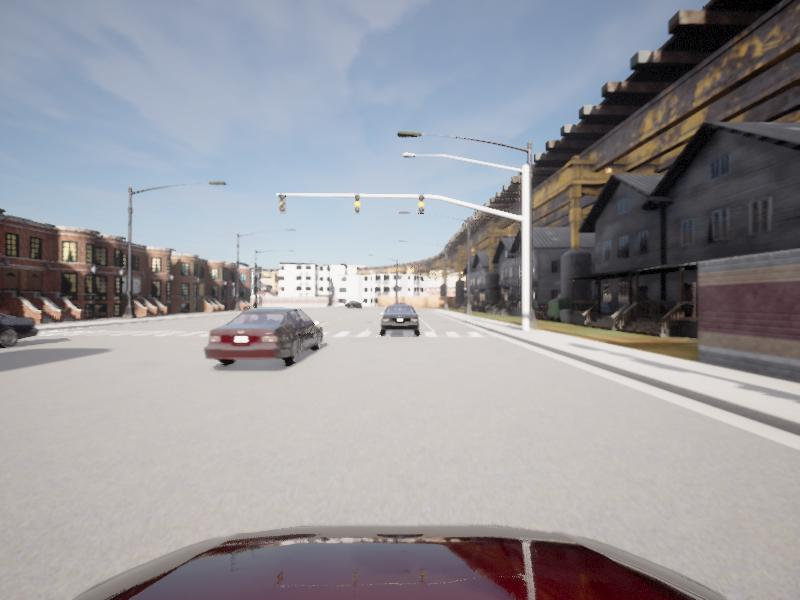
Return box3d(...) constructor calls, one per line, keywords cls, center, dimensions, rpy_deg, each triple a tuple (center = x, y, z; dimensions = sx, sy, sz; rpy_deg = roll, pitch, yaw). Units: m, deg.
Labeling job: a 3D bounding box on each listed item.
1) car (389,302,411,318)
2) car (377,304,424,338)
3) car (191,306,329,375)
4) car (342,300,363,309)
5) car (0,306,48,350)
box3d(cls="car", center=(0.008, 0.962, 39.498), dimensions=(2.033, 1.411, 5.357), rpy_deg=(0, 0, 0))
box3d(cls="car", center=(0.004, 0.929, 20.013), dimensions=(2.033, 1.411, 5.357), rpy_deg=(0, 0, 0))
box3d(cls="car", center=(-3.497, 0.914, 11.324), dimensions=(2.033, 1.411, 5.357), rpy_deg=(0, 0, 0))
box3d(cls="car", center=(-9.354, 0.905, 78.429), dimensions=(1.930, 1.638, 5.238), rpy_deg=(0, 0, -35))
box3d(cls="car", center=(-14.003, 0.915, 12.086), dimensions=(2.033, 1.411, 5.357), rpy_deg=(0, 0, 0))
